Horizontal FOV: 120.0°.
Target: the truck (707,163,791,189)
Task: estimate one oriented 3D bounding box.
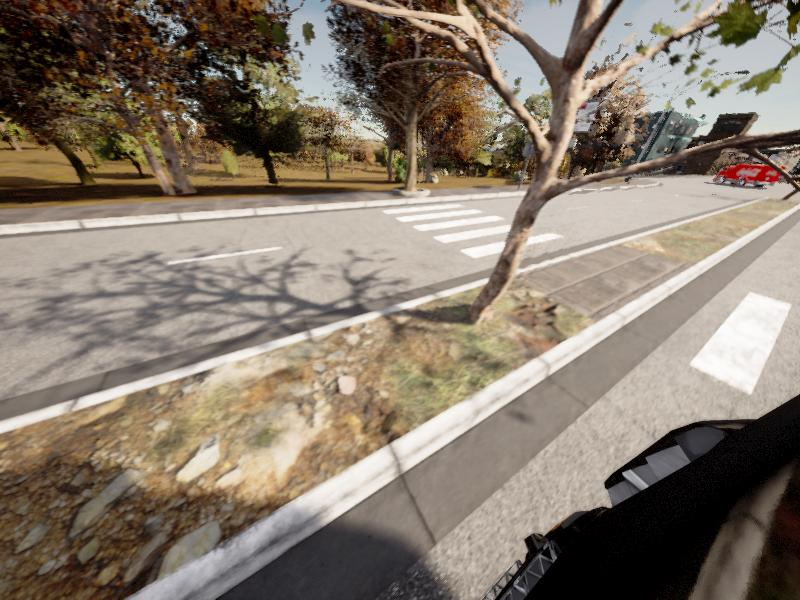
[{"bbox_3d":[45.279,-16.361,30.343,2.627,2.467,5.204,5,34,3],"label":"truck"}]
